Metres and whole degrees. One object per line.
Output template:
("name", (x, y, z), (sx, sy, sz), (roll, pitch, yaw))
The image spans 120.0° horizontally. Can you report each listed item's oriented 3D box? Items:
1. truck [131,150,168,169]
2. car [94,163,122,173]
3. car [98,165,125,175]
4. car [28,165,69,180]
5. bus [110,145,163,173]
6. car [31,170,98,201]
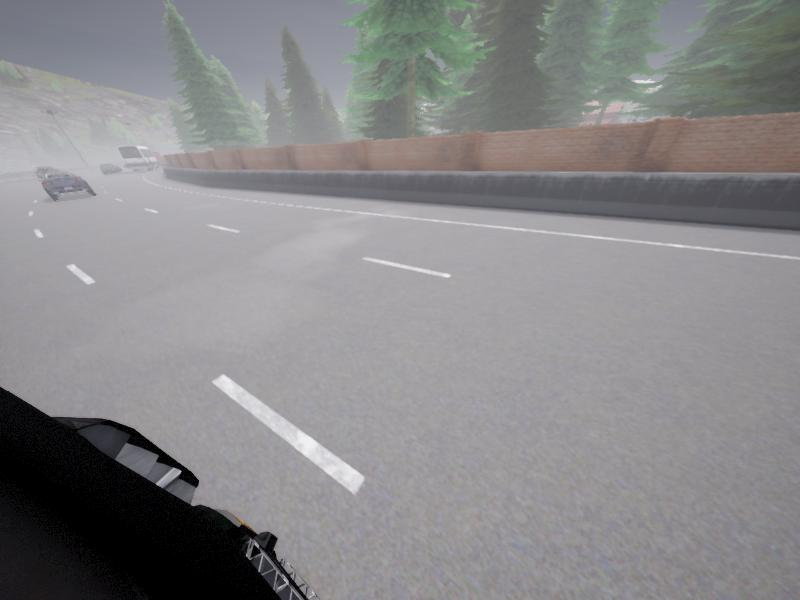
("truck", (-66.169, -37.513, 61.420), (2.891, 3.827, 8.468), (-16, 36, -18))
("car", (-62.050, -28.224, 49.267), (2.033, 1.649, 4.856), (-20, 38, -24))
("car", (-52.184, -23.585, 41.898), (1.895, 1.301, 4.718), (-24, 39, -28))
("car", (-57.306, -20.906, 37.828), (1.932, 1.855, 4.605), (-24, 39, -28))
("bus", (-53.160, -28.869, 47.169), (3.944, 4.253, 10.273), (-22, 38, -25))
("car", (-25.476, -8.856, 17.621), (5.027, 1.651, 2.152), (22, 42, 32))
